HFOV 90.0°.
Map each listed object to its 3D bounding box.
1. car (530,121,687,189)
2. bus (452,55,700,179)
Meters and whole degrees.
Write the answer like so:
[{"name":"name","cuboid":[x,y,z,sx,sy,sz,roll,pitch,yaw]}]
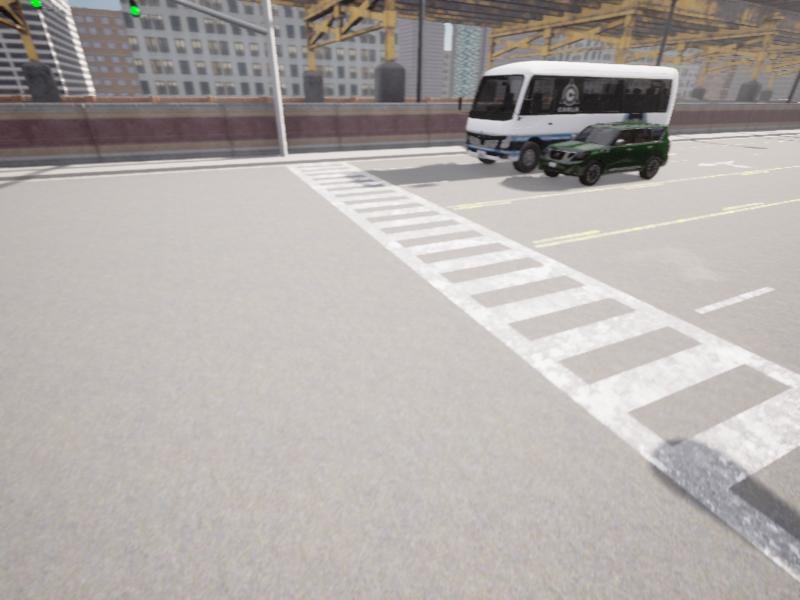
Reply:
[{"name":"car","cuboid":[8.230,-5.908,15.906,5.566,2.045,2.150,-12,30,-23]},{"name":"bus","cuboid":[8.024,-8.563,18.627,10.273,4.253,3.944,-12,30,-22]}]
